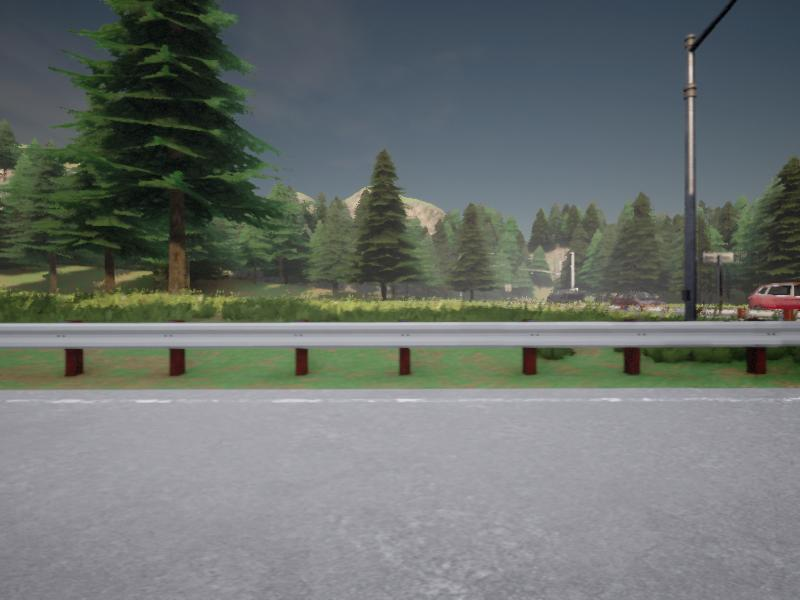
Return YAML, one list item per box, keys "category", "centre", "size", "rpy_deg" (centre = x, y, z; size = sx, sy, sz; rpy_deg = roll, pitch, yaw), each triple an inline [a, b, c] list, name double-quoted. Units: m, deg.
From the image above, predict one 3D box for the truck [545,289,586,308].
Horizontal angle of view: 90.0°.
- category: "truck"
  centre: [19.735, -0.134, 48.002]
  size: [2.390, 2.098, 6.274]
  rpy_deg: [0, 0, 1]

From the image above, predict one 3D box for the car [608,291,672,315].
- category: "car"
  centre: [16.237, 0.187, 27.378]
  size: [1.816, 1.474, 4.193]
  rpy_deg: [0, 0, -1]

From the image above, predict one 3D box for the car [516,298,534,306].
- category: "car"
  centre: [20.376, 0.265, 65.516]
  size: [1.895, 1.301, 4.718]
  rpy_deg: [0, 0, 6]

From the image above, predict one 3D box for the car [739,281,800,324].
- category: "car"
  centre: [16.428, 0.088, 15.707]
  size: [2.242, 1.667, 4.611]
  rpy_deg: [0, 0, -1]
